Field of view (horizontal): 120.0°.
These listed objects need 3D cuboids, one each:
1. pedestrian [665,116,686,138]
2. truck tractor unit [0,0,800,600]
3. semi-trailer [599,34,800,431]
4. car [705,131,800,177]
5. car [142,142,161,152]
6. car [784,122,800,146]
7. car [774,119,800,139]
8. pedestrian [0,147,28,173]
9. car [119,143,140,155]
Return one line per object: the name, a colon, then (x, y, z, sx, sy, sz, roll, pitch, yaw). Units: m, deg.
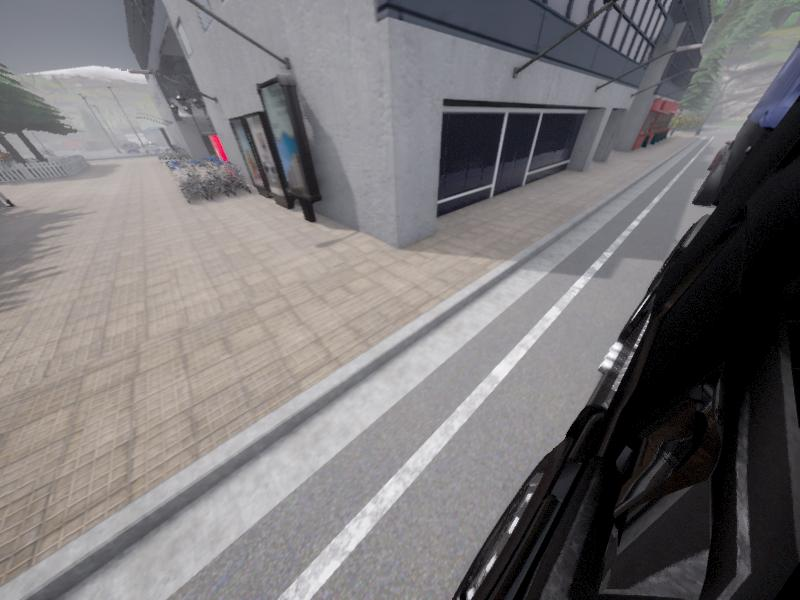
pedestrian: (31.010, -19.467, 26.021, 0.751, 1.860, 0.751, -31, 45, -33)
truck tractor unit: (2.645, -0.295, 0.351, 6.516, 4.208, 3.053, -28, 44, -30)
semi-trailer: (8.655, -3.624, 4.284, 14.254, 4.402, 2.717, -29, 44, -30)
car: (16.346, -6.893, 10.766, 4.181, 1.385, 1.994, -29, 44, -31)
car: (-50.201, -30.958, 46.632, 1.970, 1.475, 3.806, -30, 45, -32)
car: (32.437, -13.137, 18.041, 3.705, 1.549, 1.789, -29, 44, -31)
car: (39.444, -16.998, 22.893, 4.674, 1.442, 1.812, -29, 44, -31)
pedestrian: (-33.810, -12.091, 19.970, 0.751, 1.860, 0.751, -27, 43, -29)
car: (-47.367, -26.574, 40.574, 1.845, 1.501, 3.633, -30, 45, -32)
